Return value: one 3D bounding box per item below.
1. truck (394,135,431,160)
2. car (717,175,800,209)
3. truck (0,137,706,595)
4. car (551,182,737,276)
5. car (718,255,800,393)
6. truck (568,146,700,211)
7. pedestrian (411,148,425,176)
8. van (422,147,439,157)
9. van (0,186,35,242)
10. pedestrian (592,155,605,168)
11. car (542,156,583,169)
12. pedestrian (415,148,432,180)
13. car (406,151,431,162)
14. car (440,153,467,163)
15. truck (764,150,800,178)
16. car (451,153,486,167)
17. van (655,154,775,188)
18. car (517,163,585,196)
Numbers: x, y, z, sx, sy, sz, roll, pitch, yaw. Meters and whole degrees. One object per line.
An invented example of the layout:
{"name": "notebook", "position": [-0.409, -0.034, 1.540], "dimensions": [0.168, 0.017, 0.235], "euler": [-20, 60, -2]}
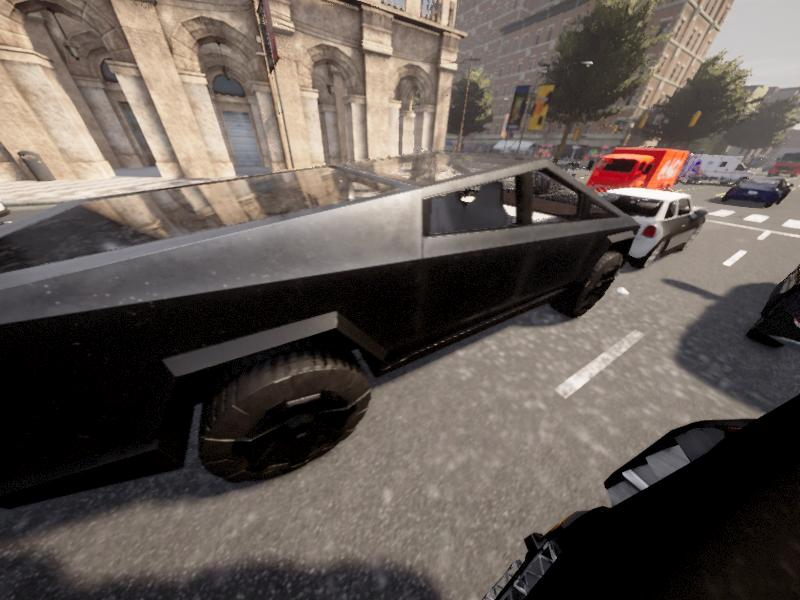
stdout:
{"name": "truck", "position": [2.194, -30.436, 46.039], "dimensions": [2.891, 3.827, 8.468], "euler": [-16, 38, -26]}
{"name": "car", "position": [21.674, -6.602, 13.897], "dimensions": [4.181, 1.385, 1.994], "euler": [-16, 38, -26]}
{"name": "truck", "position": [0.428, -0.612, 2.916], "dimensions": [6.274, 2.098, 2.390], "euler": [-16, 38, -26]}
{"name": "car", "position": [6.309, -2.095, 6.072], "dimensions": [3.806, 1.475, 1.970], "euler": [-17, 38, -26]}
{"name": "car", "position": [6.829, -0.056, 2.924], "dimensions": [4.856, 1.649, 2.033], "euler": [-16, 38, -26]}
{"name": "truck", "position": [12.065, -6.434, 12.034], "dimensions": [5.204, 2.467, 2.627], "euler": [-16, 38, -26]}
{"name": "pedestrian", "position": [1.374, -10.706, 17.956], "dimensions": [0.751, 1.860, 0.751], "euler": [-11, 36, -19]}
{"name": "van", "position": [8.209, -40.370, 62.874], "dimensions": [2.069, 2.038, 4.480], "euler": [-16, 38, -26]}
{"name": "van", "position": [-11.742, -1.762, 3.452], "dimensions": [5.915, 2.561, 1.988], "euler": [-16, 38, -25]}
{"name": "pedestrian", "position": [34.115, -23.821, 39.667], "dimensions": [0.751, 1.860, 0.751], "euler": [-13, 37, -22]}
{"name": "car", "position": [26.235, -22.310, 37.509], "dimensions": [2.038, 1.542, 4.974], "euler": [-17, 38, -27]}
{"name": "pedestrian", "position": [1.636, -9.463, 16.116], "dimensions": [0.751, 1.860, 0.751], "euler": [-11, 36, -19]}
{"name": "car", "position": [3.071, -24.871, 40.046], "dimensions": [1.895, 1.301, 4.718], "euler": [-16, 38, -26]}
{"name": "car", "position": [9.638, -25.848, 41.940], "dimensions": [1.895, 1.301, 4.718], "euler": [-16, 38, -26]}
{"name": "truck", "position": [68.070, -23.600, 40.076], "dimensions": [8.468, 3.827, 2.891], "euler": [-16, 38, -26]}
{"name": "car", "position": [10.326, -21.369, 35.098], "dimensions": [2.128, 1.511, 4.902], "euler": [-16, 38, -26]}
{"name": "van", "position": [30.195, -12.656, 22.539], "dimensions": [6.366, 2.431, 2.351], "euler": [9, 34, 10]}
{"name": "car", "position": [9.518, -7.691, 14.590], "dimensions": [3.633, 1.501, 1.845], "euler": [-21, 40, -30]}
